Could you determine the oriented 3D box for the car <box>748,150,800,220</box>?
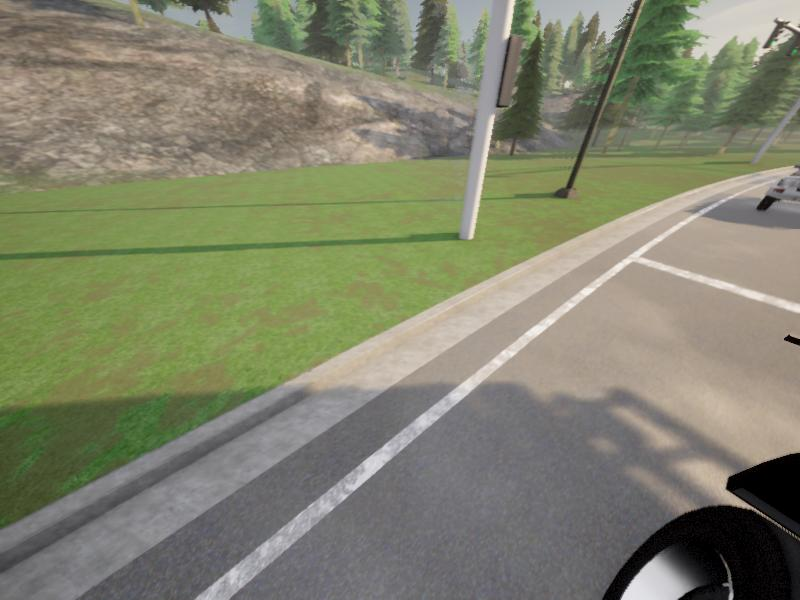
[{"bbox_3d":[14.357,-3.969,7.645,4.605,1.855,1.932,-20,40,-25],"label":"car"}]
